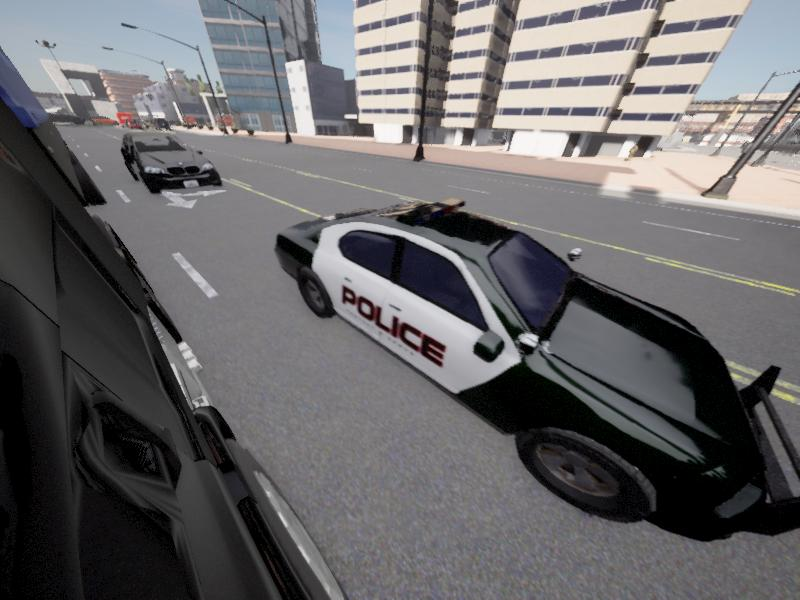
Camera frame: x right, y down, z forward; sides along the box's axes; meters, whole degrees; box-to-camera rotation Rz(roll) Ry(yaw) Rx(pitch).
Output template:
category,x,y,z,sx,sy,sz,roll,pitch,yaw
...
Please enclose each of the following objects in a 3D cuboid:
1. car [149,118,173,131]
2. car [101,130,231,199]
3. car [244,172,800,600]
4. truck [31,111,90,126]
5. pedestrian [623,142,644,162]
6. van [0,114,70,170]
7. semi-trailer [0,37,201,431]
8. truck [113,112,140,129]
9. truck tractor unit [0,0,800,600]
category,x,y,z,sx,sy,sz,roll,pitch,yaw
car,-44.659,-32.770,43.143,3.866,1.878,1.905,28,44,30
car,-9.045,-5.417,8.937,4.611,1.667,2.242,28,44,30
car,0.662,-0.171,2.635,4.974,1.542,2.038,28,44,30
truck,-69.556,-37.325,47.532,6.274,2.098,2.390,-25,45,-32
pedestrian,26.051,-16.561,25.831,0.751,1.860,0.751,-21,43,-28
van,-18.745,-7.988,11.521,4.442,1.987,1.775,28,44,30
semi-trailer,-8.667,-3.621,4.267,14.254,4.402,2.717,28,44,30
truck,-56.460,-37.103,47.750,2.627,2.467,5.204,-28,47,-34
truck tractor unit,-2.645,-0.295,0.351,6.516,4.208,3.053,28,44,30
